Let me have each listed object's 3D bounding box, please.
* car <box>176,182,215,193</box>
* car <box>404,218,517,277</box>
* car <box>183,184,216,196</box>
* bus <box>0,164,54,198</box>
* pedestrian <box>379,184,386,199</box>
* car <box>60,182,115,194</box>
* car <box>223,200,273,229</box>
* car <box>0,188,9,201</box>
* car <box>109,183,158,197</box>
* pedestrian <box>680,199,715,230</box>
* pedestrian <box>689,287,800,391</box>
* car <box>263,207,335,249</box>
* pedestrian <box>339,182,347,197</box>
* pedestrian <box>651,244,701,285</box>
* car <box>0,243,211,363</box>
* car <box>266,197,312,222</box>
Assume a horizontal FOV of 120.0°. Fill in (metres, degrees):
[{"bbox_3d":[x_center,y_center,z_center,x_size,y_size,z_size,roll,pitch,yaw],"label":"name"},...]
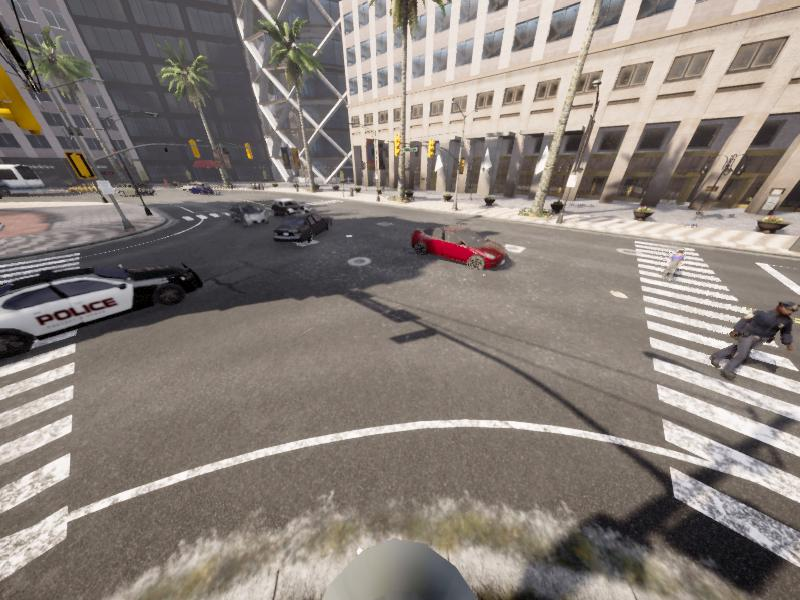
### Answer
[{"bbox_3d":[-36.219,-20.021,41.011,4.611,1.667,2.242,5,30,8],"label":"car"},{"bbox_3d":[2.734,-2.806,11.385,4.792,1.488,2.163,23,37,34],"label":"car"},{"bbox_3d":[-32.197,-17.707,37.147,3.633,1.501,1.845,9,31,15],"label":"car"},{"bbox_3d":[-61.131,-17.340,33.786,10.273,4.253,3.944,-12,32,-21],"label":"bus"},{"bbox_3d":[-2.366,-14.595,31.072,0.751,1.860,0.751,3,30,6],"label":"pedestrian"},{"bbox_3d":[-53.939,-19.391,40.010,5.366,1.575,1.801,-7,31,-12],"label":"car"},{"bbox_3d":[-12.012,-6.819,18.283,3.633,1.501,1.845,23,37,34],"label":"car"},{"bbox_3d":[-55.911,-13.521,29.888,4.974,1.542,2.038,-12,33,-21],"label":"car"},{"bbox_3d":[-40.613,-16.870,35.345,4.605,1.855,1.932,1,29,2],"label":"car"},{"bbox_3d":[20.623,-5.920,16.046,0.751,1.860,0.751,24,38,35],"label":"pedestrian"},{"bbox_3d":[7.182,0.800,4.711,0.751,1.860,0.751,14,33,23],"label":"pedestrian"},{"bbox_3d":[-6.173,-4.881,15.066,2.033,1.411,5.357,2,30,4],"label":"car"},{"bbox_3d":[-8.234,-15.896,33.325,0.751,1.860,0.751,-21,36,-32],"label":"pedestrian"},{"bbox_3d":[10.789,-1.410,9.099,0.751,1.300,0.751,21,36,32],"label":"pedestrian"},{"bbox_3d":[-9.157,-0.184,6.796,2.038,1.542,4.974,21,36,32],"label":"car"},{"bbox_3d":[-9.942,-8.205,20.741,3.806,1.475,1.970,23,37,34],"label":"car"}]
